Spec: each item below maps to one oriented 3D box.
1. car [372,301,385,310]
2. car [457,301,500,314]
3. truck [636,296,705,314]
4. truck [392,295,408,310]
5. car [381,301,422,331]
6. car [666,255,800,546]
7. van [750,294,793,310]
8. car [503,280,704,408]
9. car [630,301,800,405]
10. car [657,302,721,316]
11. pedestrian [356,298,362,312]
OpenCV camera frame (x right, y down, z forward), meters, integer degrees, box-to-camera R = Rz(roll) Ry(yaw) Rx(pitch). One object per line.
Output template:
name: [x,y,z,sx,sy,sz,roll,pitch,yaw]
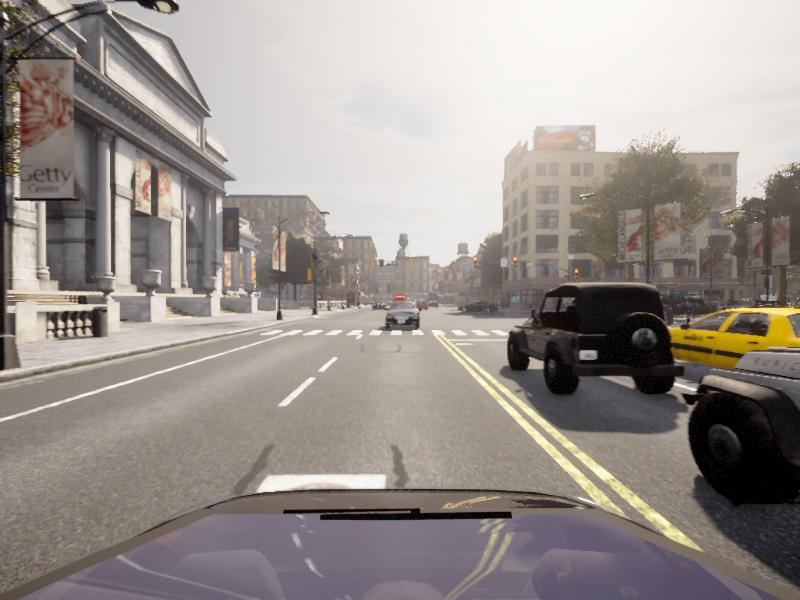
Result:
car: [-3.469,0.874,65.195,1.970,1.475,3.806,0,0,0]
car: [9.567,0.861,48.897,4.892,1.490,1.837,0,0,27]
truck: [31.027,0.557,46.056,6.274,2.098,2.390,0,0,0]
truck: [0.024,0.378,67.678,2.627,2.467,5.204,0,0,0]
car: [0.191,0.843,22.908,2.128,1.511,4.902,0,0,3]
car: [3.534,0.647,1.926,1.905,1.878,3.866,0,0,-1]
van: [65.521,0.344,70.710,1.988,2.561,5.915,0,0,-1]
car: [3.496,0.649,7.810,1.905,1.878,3.866,0,0,-1]
car: [6.984,0.804,7.909,1.801,1.575,5.366,0,0,0]
car: [30.653,0.908,42.570,5.357,1.411,2.033,0,0,0]
pedestrian: [-5.712,0.655,55.382,0.751,1.860,0.751,0,0,-2]
